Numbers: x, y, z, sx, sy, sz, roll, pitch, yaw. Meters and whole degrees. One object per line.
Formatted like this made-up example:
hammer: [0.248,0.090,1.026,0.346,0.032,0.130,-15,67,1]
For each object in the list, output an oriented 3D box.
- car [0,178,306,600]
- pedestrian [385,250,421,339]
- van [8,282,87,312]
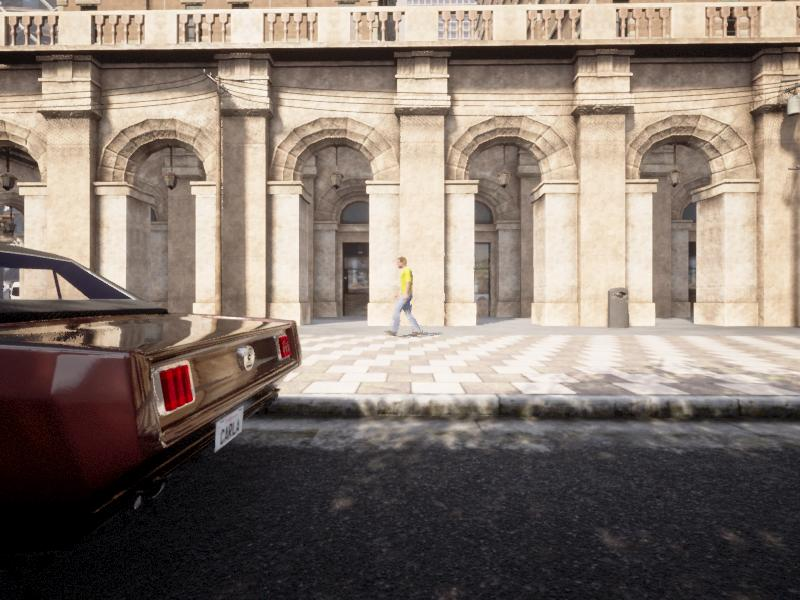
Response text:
car: [-3.058,0.338,2.008,4.718,1.301,1.895,0,0,1]
pedestrian: [0.075,-0.115,8.829,0.751,1.860,0.751,0,0,2]
van: [-32.401,-0.278,37.096,1.988,2.561,5.915,0,0,1]
